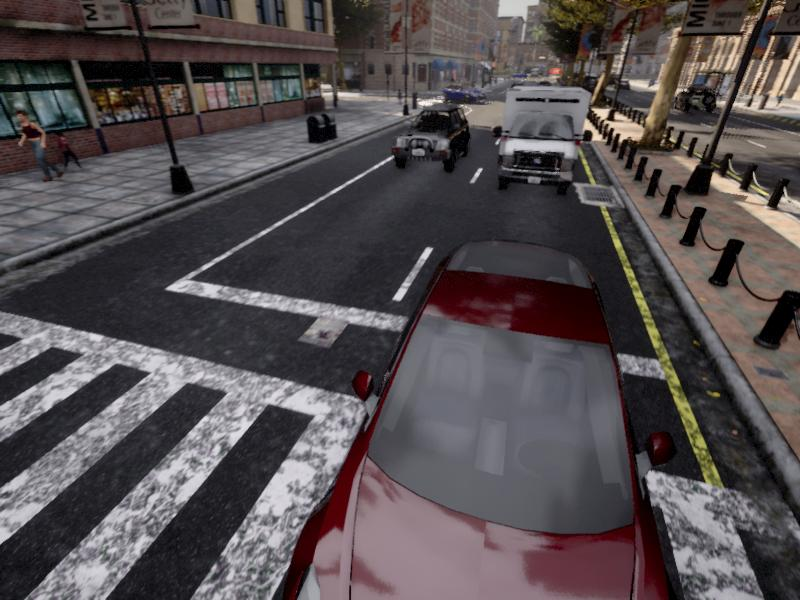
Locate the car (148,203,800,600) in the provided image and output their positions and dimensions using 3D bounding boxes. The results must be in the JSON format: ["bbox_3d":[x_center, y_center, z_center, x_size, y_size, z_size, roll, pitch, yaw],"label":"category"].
[{"bbox_3d":[0.848,0.685,3.379,2.163,1.488,4.792,9,31,14],"label":"car"}]

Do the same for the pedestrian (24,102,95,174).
[{"bbox_3d":[-10.084,-4.816,11.911,0.751,1.860,0.751,8,31,13],"label":"pedestrian"}]

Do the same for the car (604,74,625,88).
[{"bbox_3d":[37.550,-38.540,70.330,2.150,2.045,5.566,9,32,15],"label":"car"}]

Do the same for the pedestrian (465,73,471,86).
[{"bbox_3d":[11.564,-37.347,67.780,0.751,1.860,0.751,7,31,11],"label":"pedestrian"}]

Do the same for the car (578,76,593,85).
[{"bbox_3d":[38.413,-45.528,82.871,2.128,1.511,4.902,9,32,15],"label":"car"}]

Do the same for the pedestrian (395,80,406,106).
[{"bbox_3d":[0.022,-17.049,32.945,0.751,1.860,0.751,9,32,15],"label":"pedestrian"}]

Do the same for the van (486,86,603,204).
[{"bbox_3d":[4.417,-5.219,12.576,2.351,2.431,6.366,9,31,15],"label":"van"}]

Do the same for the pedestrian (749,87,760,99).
[{"bbox_3d":[39.172,-22.905,44.216,0.500,1.100,0.500,10,32,16],"label":"pedestrian"}]

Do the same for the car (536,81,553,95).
[{"bbox_3d":[18.957,-27.952,52.582,1.812,1.442,4.674,9,32,15],"label":"car"}]

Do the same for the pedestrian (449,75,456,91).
[{"bbox_3d":[6.867,-28.537,52.664,0.751,1.860,0.751,4,31,6],"label":"pedestrian"}]

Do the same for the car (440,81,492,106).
[{"bbox_3d":[6.049,-19.390,37.439,2.097,1.767,4.553,-21,36,-31],"label":"car"}]

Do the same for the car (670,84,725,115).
[{"bbox_3d":[23.414,-15.951,31.708,1.932,1.855,4.605,9,32,15],"label":"car"}]

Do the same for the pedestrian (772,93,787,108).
[{"bbox_3d":[32.292,-17.005,34.045,0.500,1.100,0.500,12,32,18],"label":"pedestrian"}]

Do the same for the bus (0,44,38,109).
[{"bbox_3d":[-33.253,-15.702,28.192,3.944,4.253,10.273,9,31,15],"label":"bus"}]

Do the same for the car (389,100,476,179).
[{"bbox_3d":[1.280,-5.836,14.133,1.932,1.855,4.605,9,32,15],"label":"car"}]

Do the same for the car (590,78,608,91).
[{"bbox_3d":[30.834,-33.483,62.132,1.837,1.490,4.892,9,32,15],"label":"car"}]

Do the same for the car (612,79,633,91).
[{"bbox_3d":[34.380,-33.216,61.833,1.970,1.475,3.806,9,32,15],"label":"car"}]

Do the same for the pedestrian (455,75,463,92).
[{"bbox_3d":[7.759,-28.439,52.509,0.751,1.860,0.751,9,31,14],"label":"pedestrian"}]

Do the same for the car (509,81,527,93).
[{"bbox_3d":[16.662,-30.104,56.368,1.895,1.301,4.718,9,32,15],"label":"car"}]

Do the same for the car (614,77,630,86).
[{"bbox_3d":[44.569,-43.959,80.407,1.895,1.301,4.718,9,31,15],"label":"car"}]

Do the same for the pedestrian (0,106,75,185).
[{"bbox_3d":[-9.807,-4.175,10.820,0.751,1.860,0.751,10,32,16],"label":"pedestrian"}]
